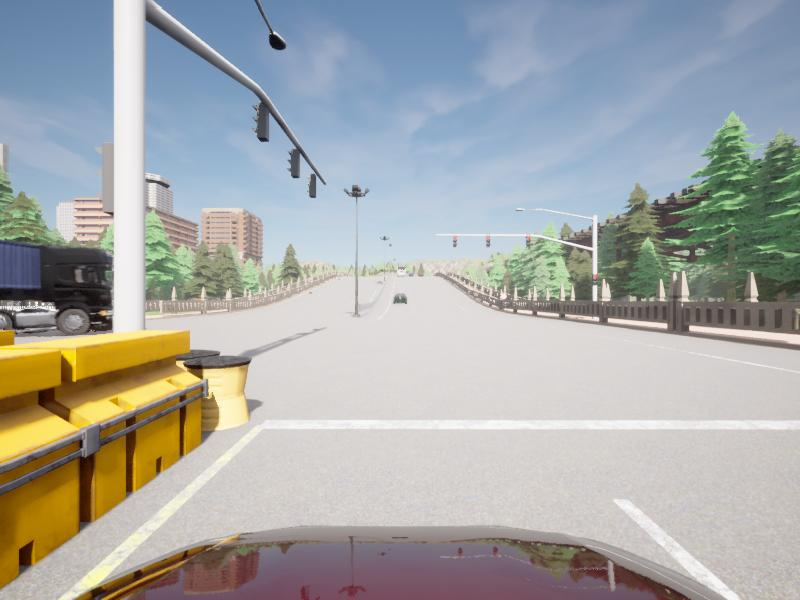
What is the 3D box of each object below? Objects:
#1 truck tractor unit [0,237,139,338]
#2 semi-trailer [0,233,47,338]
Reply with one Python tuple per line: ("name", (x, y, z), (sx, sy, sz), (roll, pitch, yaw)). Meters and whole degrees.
("truck tractor unit", (-16.157, -0.527, 18.139), (6.516, 4.208, 3.053), (0, 0, -10))
("semi-trailer", (-24.037, -0.624, 17.568), (14.254, 4.402, 2.717), (0, 0, -2))
